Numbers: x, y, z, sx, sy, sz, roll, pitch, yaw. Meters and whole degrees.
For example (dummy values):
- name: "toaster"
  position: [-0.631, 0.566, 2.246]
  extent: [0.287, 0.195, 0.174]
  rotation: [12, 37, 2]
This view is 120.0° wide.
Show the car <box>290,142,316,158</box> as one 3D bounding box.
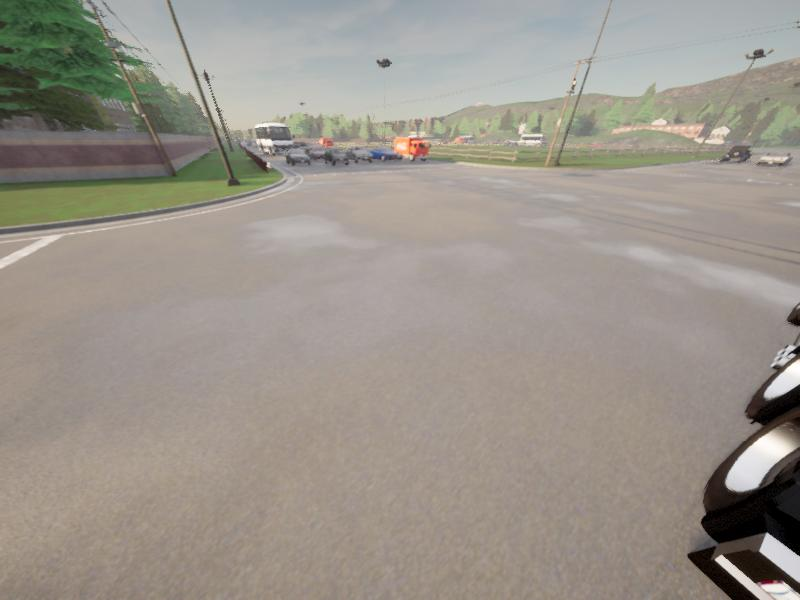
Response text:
- name: "car"
  position: [-14.612, -22.556, 34.677]
  extent: [1.905, 1.878, 3.866]
  rotation: [-27, 44, -33]

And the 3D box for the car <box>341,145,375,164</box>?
- name: "car"
  position: [-5.068, -17.514, 27.745]
  extent: [2.152, 1.651, 5.027]
  rotation: [-18, 39, -25]

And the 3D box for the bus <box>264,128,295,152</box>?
- name: "bus"
  position: [-27.915, -36.997, 53.239]
  extent: [3.944, 4.253, 10.273]
  rotation: [-19, 41, -25]

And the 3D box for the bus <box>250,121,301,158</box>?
- name: "bus"
  position: [-20.149, -25.769, 37.164]
  extent: [3.944, 4.253, 10.273]
  rotation: [-24, 42, -30]

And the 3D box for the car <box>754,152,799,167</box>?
- name: "car"
  position: [44.314, -16.603, 27.172]
  extent: [4.718, 1.301, 1.895]
  rotation: [-18, 39, -25]

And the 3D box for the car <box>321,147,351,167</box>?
- name: "car"
  position: [-6.781, -15.222, 24.492]
  extent: [1.789, 1.549, 3.705]
  rotation: [-18, 39, -25]

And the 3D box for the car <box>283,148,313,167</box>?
- name: "car"
  position: [-10.867, -15.215, 24.540]
  extent: [1.812, 1.442, 4.674]
  rotation: [-18, 39, -25]

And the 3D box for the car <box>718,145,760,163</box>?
- name: "car"
  position: [44.869, -19.341, 30.594]
  extent: [3.866, 1.878, 1.905]
  rotation: [-18, 39, -25]

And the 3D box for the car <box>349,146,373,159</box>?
- name: "car"
  position: [-5.847, -22.125, 34.501]
  extent: [1.970, 1.475, 3.806]
  rotation: [-18, 39, -25]

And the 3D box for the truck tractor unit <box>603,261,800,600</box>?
- name: "truck tractor unit"
  position: [5.105, -0.306, 0.794]
  extent: [6.516, 4.208, 3.053]
  rotation: [-18, 39, -24]

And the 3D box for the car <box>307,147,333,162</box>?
- name: "car"
  position: [-10.315, -18.673, 29.588]
  extent: [1.994, 1.385, 4.181]
  rotation: [-18, 39, -24]

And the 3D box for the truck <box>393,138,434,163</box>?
- name: "truck"
  position: [1.593, -19.258, 29.567]
  extent: [2.627, 2.467, 5.204]
  rotation: [-18, 39, -25]

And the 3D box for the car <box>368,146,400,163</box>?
- name: "car"
  position: [-2.049, -18.476, 29.232]
  extent: [1.882, 1.535, 5.008]
  rotation: [-18, 39, -25]

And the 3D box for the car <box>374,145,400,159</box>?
- name: "car"
  position: [-2.069, -22.414, 34.907]
  extent: [2.007, 1.525, 4.514]
  rotation: [-18, 39, -25]

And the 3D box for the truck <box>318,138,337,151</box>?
- name: "truck"
  position: [-17.726, -37.961, 56.309]
  extent: [2.627, 2.467, 5.204]
  rotation: [-18, 39, -25]
